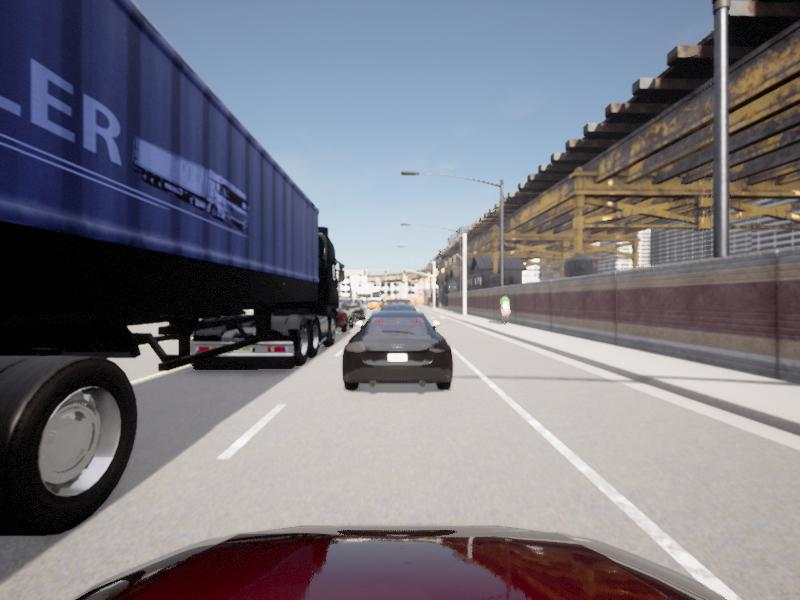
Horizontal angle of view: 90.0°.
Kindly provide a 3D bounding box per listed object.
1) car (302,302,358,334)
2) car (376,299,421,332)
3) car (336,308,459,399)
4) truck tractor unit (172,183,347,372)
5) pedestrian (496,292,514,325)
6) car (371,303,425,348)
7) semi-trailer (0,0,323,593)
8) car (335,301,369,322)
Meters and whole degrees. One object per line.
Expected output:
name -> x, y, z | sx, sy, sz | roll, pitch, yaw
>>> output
car -> -3.605, 0.861, 21.500 | 2.163, 1.488, 4.792 | 0, 0, 0
car -> -0.106, 0.767, 22.216 | 2.242, 1.667, 4.611 | 0, 0, 0
car -> -0.044, 0.911, 8.571 | 1.994, 1.385, 4.181 | 0, 0, 0
truck tractor unit -> -3.561, -0.492, 12.161 | 3.053, 4.208, 6.516 | 0, 0, 0
pedestrian -> 6.072, 0.496, 23.100 | 0.751, 1.860, 0.751 | 0, 0, -12
car -> -0.077, 0.877, 15.703 | 1.812, 1.442, 4.674 | 0, 0, 0
semi-trailer -> -3.521, -0.618, 4.241 | 2.717, 4.402, 14.254 | 0, 0, 0
car -> -3.712, 0.850, 31.758 | 2.128, 1.511, 4.902 | 0, 0, -1
